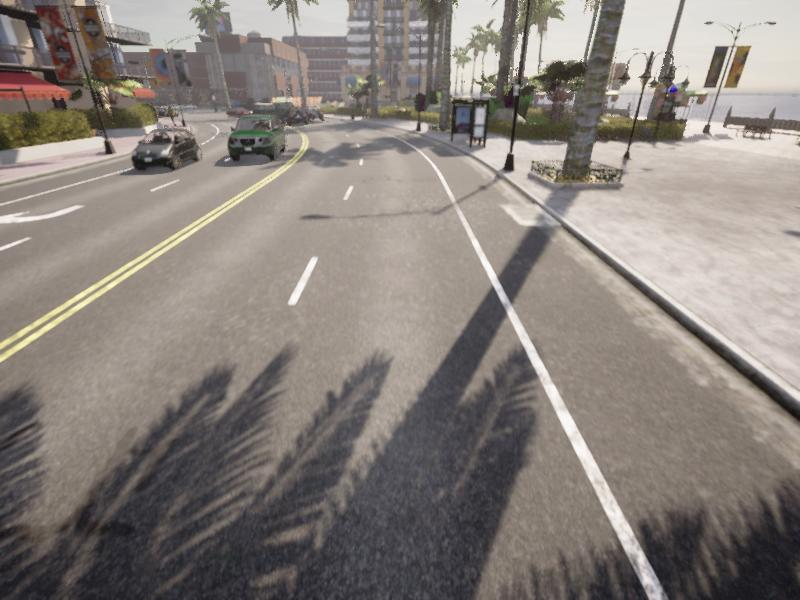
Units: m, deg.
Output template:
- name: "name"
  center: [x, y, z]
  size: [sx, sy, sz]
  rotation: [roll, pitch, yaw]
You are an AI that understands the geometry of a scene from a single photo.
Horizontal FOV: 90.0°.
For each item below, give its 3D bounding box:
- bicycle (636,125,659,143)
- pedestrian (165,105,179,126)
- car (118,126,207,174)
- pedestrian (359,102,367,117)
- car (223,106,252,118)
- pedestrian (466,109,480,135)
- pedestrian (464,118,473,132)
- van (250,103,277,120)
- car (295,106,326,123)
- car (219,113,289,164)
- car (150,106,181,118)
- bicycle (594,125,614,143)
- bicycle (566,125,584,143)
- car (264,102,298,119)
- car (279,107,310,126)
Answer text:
- name: "bicycle"
  center: [17.086, -11.490, 27.627]
  size: [0.373, 1.024, 1.643]
  rotation: [0, 27, -1]
- name: "pedestrian"
  center: [-23.218, -18.778, 40.742]
  size: [0.751, 1.860, 0.751]
  rotation: [-14, 30, -25]
- name: "car"
  center: [-10.826, -7.071, 18.624]
  size: [1.851, 1.617, 3.988]
  rotation: [-2, 27, -4]
- name: "pedestrian"
  center: [-5.205, -27.072, 56.944]
  size: [0.751, 1.860, 0.751]
  rotation: [-21, 34, -35]
- name: "car"
  center: [-24.544, -28.450, 60.485]
  size: [4.181, 1.385, 1.994]
  rotation: [21, 34, 34]
- name: "pedestrian"
  center: [5.870, -14.351, 32.183]
  size: [0.751, 1.860, 0.751]
  rotation: [-6, 28, -12]
- name: "pedestrian"
  center: [5.920, -15.058, 34.394]
  size: [0.500, 1.100, 0.500]
  rotation: [-9, 28, -16]
- name: "van"
  center: [-18.702, -25.820, 54.726]
  size: [1.775, 1.987, 4.442]
  rotation: [-20, 34, -34]
- name: "car"
  center: [-11.453, -23.692, 50.992]
  size: [2.152, 1.651, 5.027]
  rotation: [-15, 31, -27]
- name: "car"
  center: [-7.562, -8.795, 21.511]
  size: [2.150, 2.045, 5.566]
  rotation: [-3, 27, -5]
- name: "car"
  center: [-34.644, -27.765, 59.127]
  size: [3.806, 1.475, 1.970]
  rotation: [14, 30, 26]
- name: "bicycle"
  center: [14.069, -11.474, 27.589]
  size: [0.373, 1.024, 1.643]
  rotation: [0, 27, -1]
- name: "bicycle"
  center: [12.057, -11.464, 27.564]
  size: [0.373, 1.024, 1.643]
  rotation: [0, 27, -1]
- name: "car"
  center: [-17.506, -27.845, 58.613]
  size: [2.150, 2.045, 5.566]
  rotation: [-24, 35, -38]
- name: "car"
  center: [-12.156, -21.028, 45.749]
  size: [2.242, 1.667, 4.611]
  rotation: [-13, 30, -24]
